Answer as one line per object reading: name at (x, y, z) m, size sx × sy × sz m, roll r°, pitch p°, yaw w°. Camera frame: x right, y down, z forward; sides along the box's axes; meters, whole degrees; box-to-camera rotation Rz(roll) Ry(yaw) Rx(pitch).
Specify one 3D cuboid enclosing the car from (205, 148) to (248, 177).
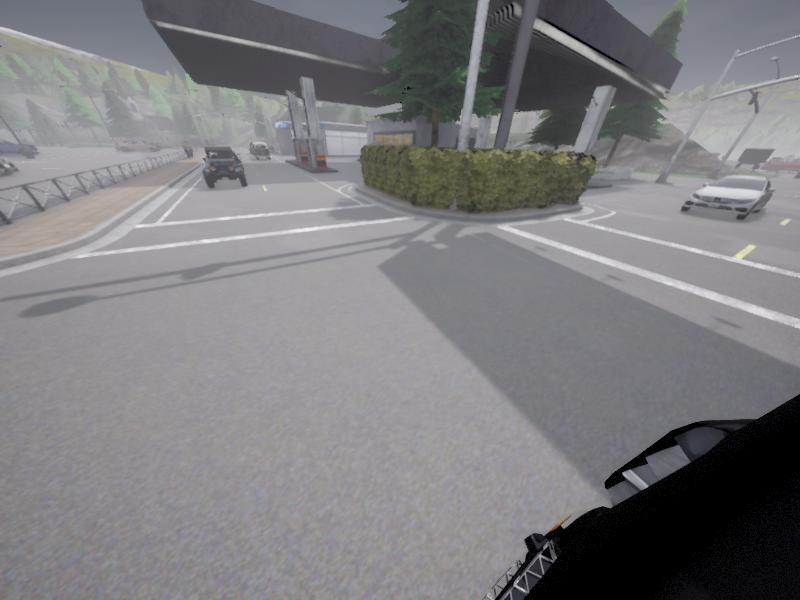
car at (-13.451, -10.864, 18.115) m, size 2.033 × 1.649 × 4.856 m, roll -17°, pitch 38°, yaw -25°

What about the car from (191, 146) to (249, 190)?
car at (-10.243, -7.773, 13.445) m, size 1.905 × 1.878 × 3.866 m, roll -17°, pitch 38°, yaw -25°

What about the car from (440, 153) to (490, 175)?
car at (6.557, -14.196, 24.018) m, size 2.242 × 1.667 × 4.611 m, roll -17°, pitch 38°, yaw -25°

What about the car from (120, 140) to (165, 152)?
car at (-43.108, -25.899, 38.887) m, size 4.514 × 1.523 × 2.007 m, roll -17°, pitch 38°, yaw -25°

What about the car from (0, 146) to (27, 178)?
car at (-24.250, -7.421, 12.405) m, size 3.806 × 1.475 × 1.970 m, roll -17°, pitch 38°, yaw -25°

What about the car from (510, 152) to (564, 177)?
car at (13.633, -13.680, 23.270) m, size 1.905 × 1.878 × 3.866 m, roll -17°, pitch 38°, yaw -25°

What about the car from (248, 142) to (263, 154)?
car at (-27.830, -29.275, 44.500) m, size 1.905 × 1.878 × 3.866 m, roll -17°, pitch 38°, yaw -25°

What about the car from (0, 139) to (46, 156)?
car at (-42.177, -16.502, 24.980) m, size 3.633 × 1.501 × 1.845 m, roll -17°, pitch 38°, yaw -25°

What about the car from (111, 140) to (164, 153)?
car at (-41.488, -24.370, 36.679) m, size 5.027 × 1.636 × 2.152 m, roll -17°, pitch 38°, yaw -25°

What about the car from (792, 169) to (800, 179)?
car at (46.230, -14.283, 25.573) m, size 4.974 × 1.542 × 2.038 m, roll -17°, pitch 38°, yaw -25°

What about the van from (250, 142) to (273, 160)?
van at (-19.673, -21.194, 32.764) m, size 2.069 × 2.038 × 4.480 m, roll -17°, pitch 38°, yaw -25°

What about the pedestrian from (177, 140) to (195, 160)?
pedestrian at (-23.976, -16.811, 25.927) m, size 0.751 × 1.860 × 0.751 m, roll -17°, pitch 38°, yaw -26°

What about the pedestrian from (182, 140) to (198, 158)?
pedestrian at (-25.619, -18.382, 28.181) m, size 0.751 × 1.860 × 0.751 m, roll -17°, pitch 38°, yaw -25°

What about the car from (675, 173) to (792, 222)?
car at (14.521, -4.596, 10.067) m, size 4.674 × 1.442 × 1.812 m, roll -16°, pitch 37°, yaw -26°

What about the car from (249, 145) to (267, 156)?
car at (-24.607, -25.900, 39.972) m, size 2.007 × 1.525 × 4.514 m, roll -17°, pitch 38°, yaw -25°

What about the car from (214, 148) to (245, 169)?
car at (-16.596, -13.937, 22.660) m, size 1.970 × 1.475 × 3.806 m, roll -17°, pitch 38°, yaw -25°

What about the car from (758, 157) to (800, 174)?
car at (60.880, -20.746, 35.690) m, size 2.150 × 2.045 × 5.566 m, roll -17°, pitch 38°, yaw -25°
